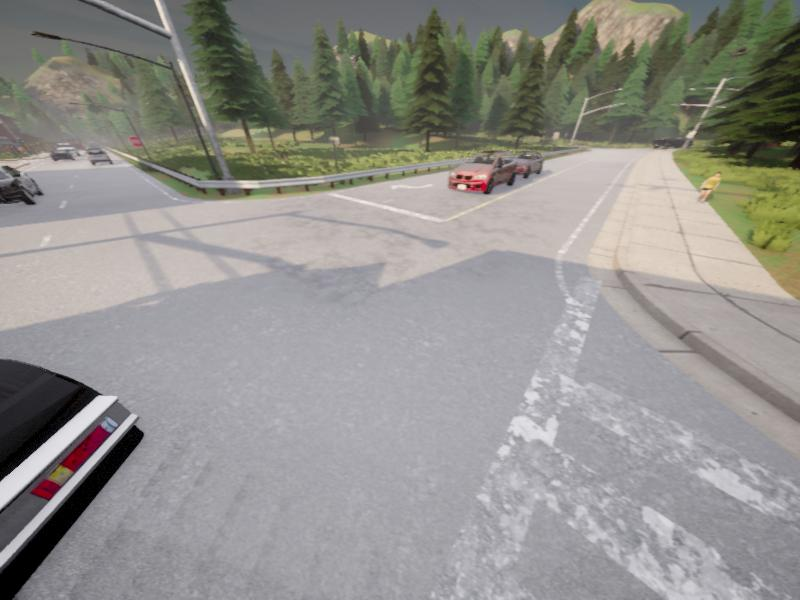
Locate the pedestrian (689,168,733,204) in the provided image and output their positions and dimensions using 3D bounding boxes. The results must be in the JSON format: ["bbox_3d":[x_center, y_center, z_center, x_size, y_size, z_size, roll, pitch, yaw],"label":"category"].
[{"bbox_3d":[11.297,-4.152,8.410,0.500,1.100,0.500,-27,43,-32],"label":"pedestrian"}]

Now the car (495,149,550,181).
[{"bbox_3d":[8.463,-9.368,15.872,1.816,1.474,4.193,27,43,33],"label":"car"}]

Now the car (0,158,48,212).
[{"bbox_3d":[-18.126,-5.169,10.220,5.238,1.638,1.930,27,44,34],"label":"car"}]

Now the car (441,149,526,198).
[{"bbox_3d":[4.432,-6.787,12.088,2.242,1.667,4.611,27,43,33],"label":"car"}]

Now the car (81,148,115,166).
[{"bbox_3d":[-36.266,-17.228,27.732,3.988,1.617,1.851,27,44,34],"label":"car"}]
